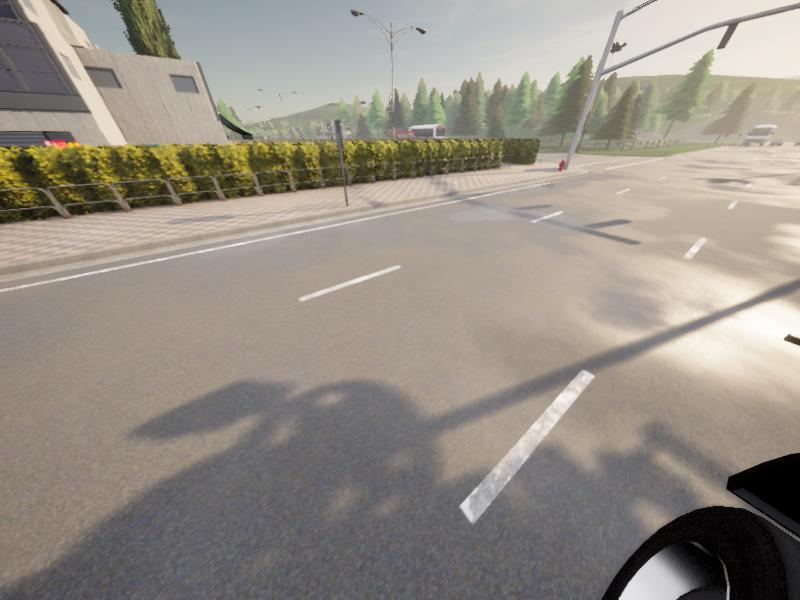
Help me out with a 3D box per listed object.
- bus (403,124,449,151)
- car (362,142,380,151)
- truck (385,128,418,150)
[{"bbox_3d":[5.253,-35.244,50.176,3.944,4.253,10.273,-22,41,-28],"label":"bus"},{"bbox_3d":[-6.219,-33.077,49.630,1.812,1.442,4.674,-22,41,-28],"label":"car"},{"bbox_3d":[0.134,-35.879,51.488,2.891,3.827,8.468,-22,41,-28],"label":"truck"}]
